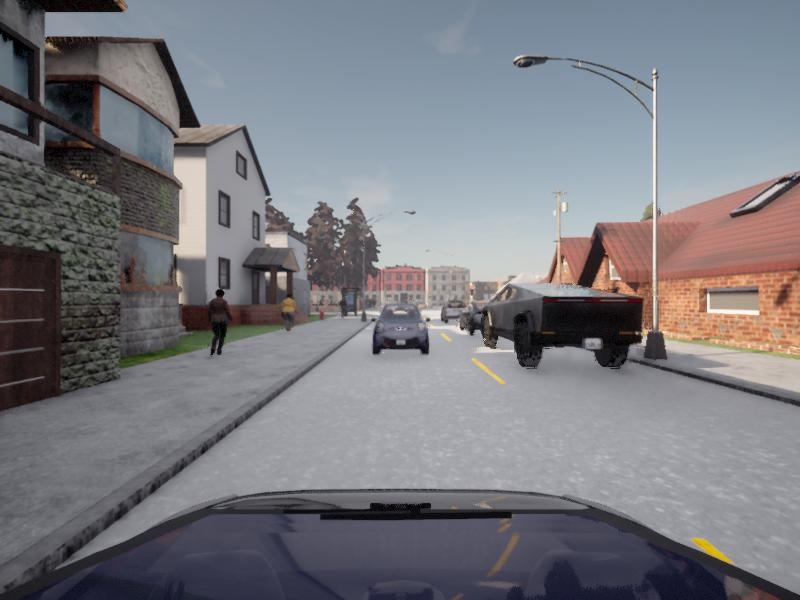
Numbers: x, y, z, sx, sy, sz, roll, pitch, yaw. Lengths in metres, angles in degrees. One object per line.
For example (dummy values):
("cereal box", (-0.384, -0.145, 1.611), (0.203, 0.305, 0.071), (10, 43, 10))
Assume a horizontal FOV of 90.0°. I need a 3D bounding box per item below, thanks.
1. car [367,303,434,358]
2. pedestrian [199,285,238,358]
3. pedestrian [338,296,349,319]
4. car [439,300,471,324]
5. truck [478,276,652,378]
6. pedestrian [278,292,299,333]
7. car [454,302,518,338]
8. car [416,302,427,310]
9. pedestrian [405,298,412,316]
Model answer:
("car", (0.022, 0.849, 12.814), (1.845, 1.501, 3.633), (0, 0, 0))
("pedestrian", (-4.823, 0.551, 10.648), (0.751, 1.860, 0.751), (0, 0, -7))
("pedestrian", (-4.555, 0.575, 32.242), (0.751, 1.860, 0.751), (0, 0, 7))
("car", (4.004, 0.834, 29.493), (1.851, 1.617, 3.988), (0, 0, 1))
("truck", (4.024, 0.562, 11.415), (2.390, 2.098, 6.274), (0, 0, 0))
("pedestrian", (-5.160, 0.563, 18.516), (0.751, 1.860, 0.751), (0, 0, 1))
("car", (4.027, 0.868, 19.629), (2.128, 1.511, 4.902), (0, 0, 0))
("car", (4.141, 1.109, 77.080), (1.801, 1.575, 5.366), (0, 0, 0))
("pedestrian", (0.867, 0.700, 40.709), (0.751, 1.860, 0.751), (0, 0, 0))
